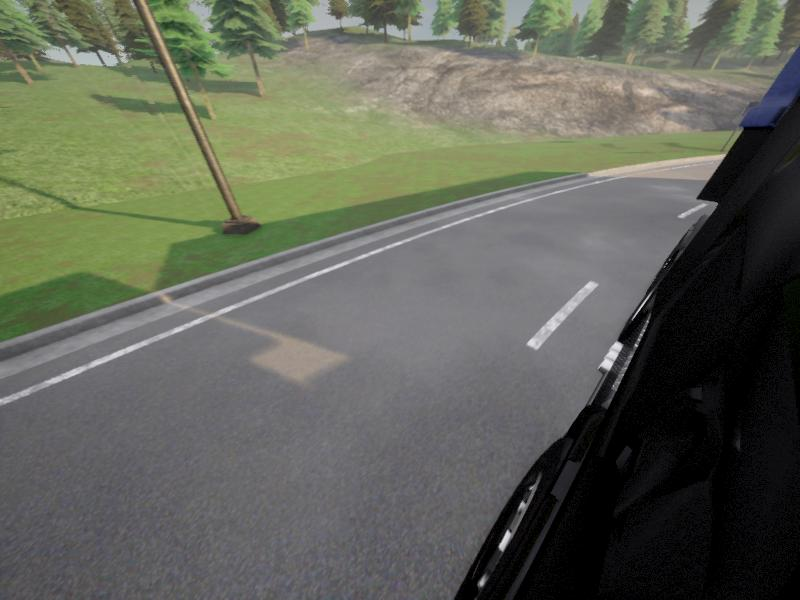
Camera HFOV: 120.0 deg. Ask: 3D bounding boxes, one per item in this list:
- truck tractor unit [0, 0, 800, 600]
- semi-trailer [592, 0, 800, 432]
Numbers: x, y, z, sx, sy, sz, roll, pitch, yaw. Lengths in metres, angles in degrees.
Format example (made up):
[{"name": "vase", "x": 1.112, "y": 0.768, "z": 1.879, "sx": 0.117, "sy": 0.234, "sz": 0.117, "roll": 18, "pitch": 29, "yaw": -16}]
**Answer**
[{"name": "truck tractor unit", "x": 2.645, "y": -0.295, "z": 0.351, "sx": 6.516, "sy": 4.208, "sz": 3.053, "roll": -28, "pitch": 44, "yaw": -30}, {"name": "semi-trailer", "x": 9.056, "y": -3.316, "z": 3.867, "sx": 14.254, "sy": 4.402, "sz": 2.717, "roll": -24, "pitch": 42, "yaw": -26}]
